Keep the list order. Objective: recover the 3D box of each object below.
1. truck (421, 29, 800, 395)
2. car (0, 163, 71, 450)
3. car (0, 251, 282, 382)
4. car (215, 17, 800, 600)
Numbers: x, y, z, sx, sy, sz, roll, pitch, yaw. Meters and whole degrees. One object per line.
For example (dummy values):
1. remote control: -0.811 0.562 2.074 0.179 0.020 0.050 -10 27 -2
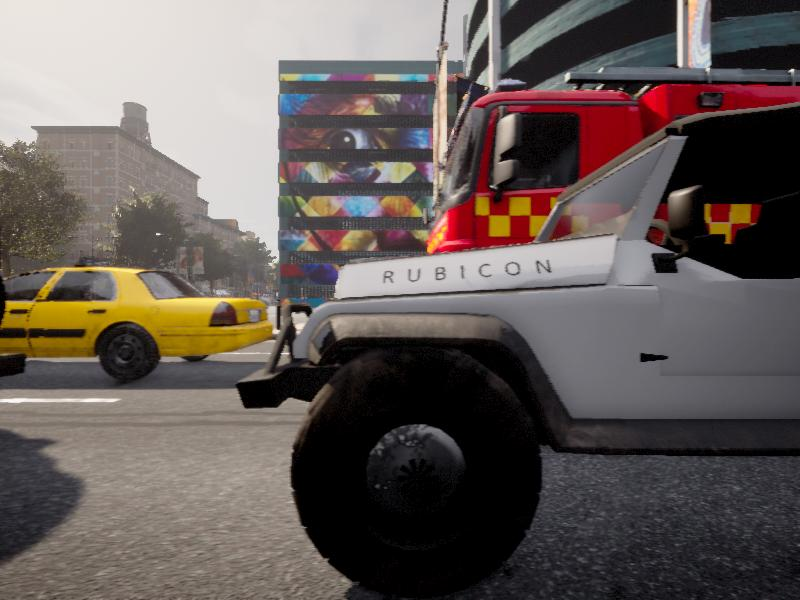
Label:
1. truck: 4.631 -0.919 5.721 8.468 3.827 2.891 0 0 -1
2. car: -4.544 0.044 2.210 3.866 1.878 1.905 0 0 -1
3. car: -4.634 0.200 5.699 5.366 1.575 1.801 0 0 0
4. car: 1.340 0.046 2.232 3.866 1.878 1.905 0 0 0
